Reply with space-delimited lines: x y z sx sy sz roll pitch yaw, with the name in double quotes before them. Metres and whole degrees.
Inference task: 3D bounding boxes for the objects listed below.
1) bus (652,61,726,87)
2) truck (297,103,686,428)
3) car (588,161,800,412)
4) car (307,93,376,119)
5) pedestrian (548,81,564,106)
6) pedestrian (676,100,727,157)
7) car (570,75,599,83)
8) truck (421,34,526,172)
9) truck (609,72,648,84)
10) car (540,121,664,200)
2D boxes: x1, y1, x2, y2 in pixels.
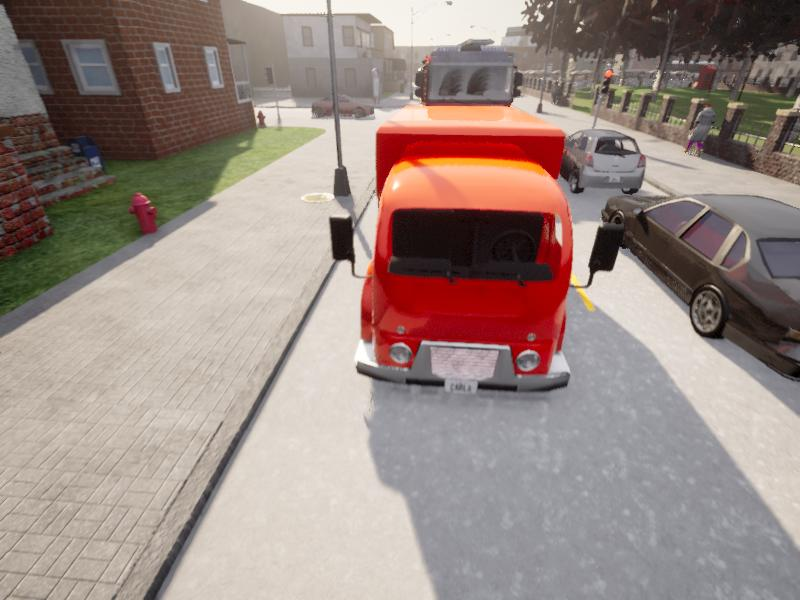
"bus" 55.561 -43.779 77.356 3.944 4.253 10.273 -26 40 -37
"truck" 0.814 -1.189 5.602 2.627 2.467 5.204 3 30 4
"car" 4.890 -0.787 5.991 2.033 1.411 5.357 2 30 4
"car" -3.851 -13.045 26.906 4.181 1.385 1.994 2 30 3
"pedestrian" 13.183 -17.490 33.865 0.751 1.860 0.751 3 30 4
"pedestrian" 11.160 -6.387 14.882 0.751 1.860 0.751 3 30 5
"car" 38.625 -46.343 83.895 5.008 1.535 1.882 3 30 5
"truck" 2.336 -8.105 16.073 2.891 3.827 8.468 1 30 2
"truck" 47.325 -46.071 83.159 6.274 2.098 2.390 3 30 4
"car" 5.612 -4.214 11.716 1.845 1.501 3.633 2 30 3
